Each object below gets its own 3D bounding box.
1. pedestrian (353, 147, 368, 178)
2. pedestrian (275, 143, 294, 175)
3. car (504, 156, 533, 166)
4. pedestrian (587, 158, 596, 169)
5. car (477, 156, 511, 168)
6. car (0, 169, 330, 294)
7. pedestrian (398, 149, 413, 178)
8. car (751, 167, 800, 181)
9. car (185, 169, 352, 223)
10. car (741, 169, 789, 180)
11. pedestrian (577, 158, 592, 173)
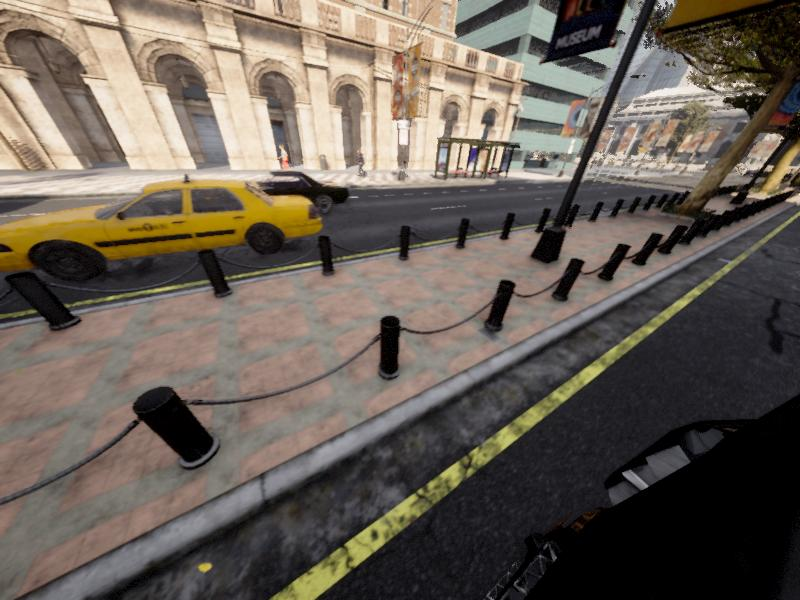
[{"bbox_3d":[-2.836,-9.945,16.749,0.751,1.860,0.751,-17,39,-28],"label":"pedestrian"},{"bbox_3d":[-8.129,-9.911,16.293,0.751,1.860,0.751,-13,37,-22],"label":"pedestrian"},{"bbox_3d":[22.935,-26.891,44.709,4.902,1.511,2.128,-16,38,-26],"label":"car"},{"bbox_3d":[37.956,-27.126,45.792,0.751,1.860,0.751,29,41,33],"label":"pedestrian"},{"bbox_3d":[14.980,-21.957,36.728,4.786,1.482,2.161,-16,38,-26],"label":"car"},{"bbox_3d":[-4.531,-1.807,4.912,5.366,1.575,1.801,-16,38,-26],"label":"car"},{"bbox_3d":[0.405,-10.393,17.672,0.751,1.860,0.751,-14,37,-24],"label":"pedestrian"},{"bbox_3d":[70.348,-23.568,43.208,1.932,1.855,4.605,-16,38,-26],"label":"car"},{"bbox_3d":[-4.397,-3.961,8.432,4.718,1.301,1.895,-16,38,-26],"label":"car"},{"bbox_3d":[72.549,-25.081,46.020,2.163,1.488,4.792,-16,38,-26],"label":"car"},{"bbox_3d":[26.366,-19.256,33.031,0.751,1.860,0.751,-13,37,-22],"label":"pedestrian"}]
